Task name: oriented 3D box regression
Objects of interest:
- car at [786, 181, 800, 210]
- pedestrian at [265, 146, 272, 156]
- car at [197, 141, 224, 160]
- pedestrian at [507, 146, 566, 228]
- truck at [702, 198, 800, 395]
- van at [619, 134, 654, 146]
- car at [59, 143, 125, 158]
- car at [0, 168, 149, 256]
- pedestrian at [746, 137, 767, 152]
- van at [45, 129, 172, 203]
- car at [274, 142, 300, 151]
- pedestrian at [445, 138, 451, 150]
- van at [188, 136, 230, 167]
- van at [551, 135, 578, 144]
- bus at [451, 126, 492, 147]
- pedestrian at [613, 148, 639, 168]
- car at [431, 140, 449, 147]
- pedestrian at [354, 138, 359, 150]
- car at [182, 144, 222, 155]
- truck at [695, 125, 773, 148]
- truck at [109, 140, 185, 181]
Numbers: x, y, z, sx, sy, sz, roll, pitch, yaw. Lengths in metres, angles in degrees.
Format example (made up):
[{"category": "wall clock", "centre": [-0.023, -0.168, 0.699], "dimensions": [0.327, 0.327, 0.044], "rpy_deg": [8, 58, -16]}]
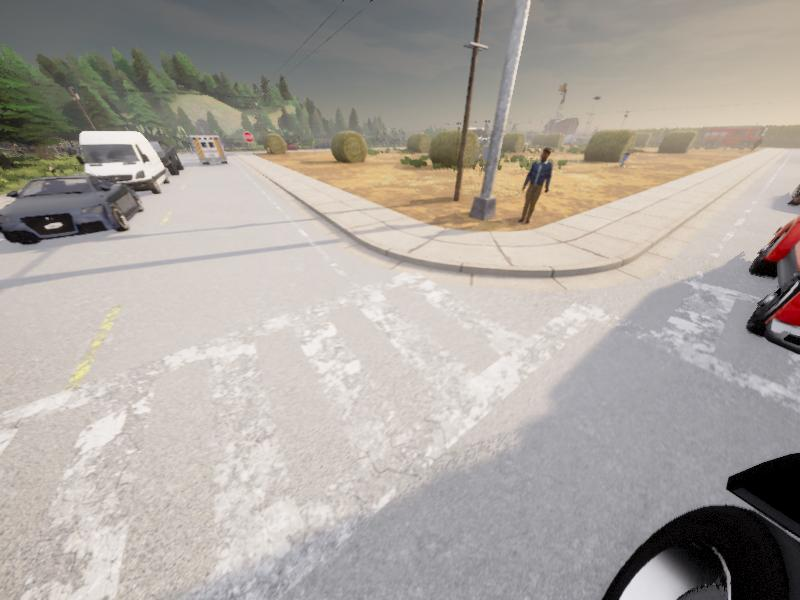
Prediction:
[{"category": "car", "centre": [16.598, -4.193, 8.499], "dimensions": [4.181, 1.385, 1.994], "rpy_deg": [-23, 41, -28]}, {"category": "pedestrian", "centre": [-18.637, -21.137, 32.711], "dimensions": [0.500, 1.100, 0.500], "rpy_deg": [-27, 43, -32]}, {"category": "car", "centre": [-24.083, -19.041, 29.415], "dimensions": [1.905, 1.878, 3.866], "rpy_deg": [-21, 40, -27]}, {"category": "pedestrian", "centre": [3.633, -3.040, 6.241], "dimensions": [0.751, 1.860, 0.751], "rpy_deg": [22, 41, 29]}, {"category": "truck", "centre": [6.686, -0.598, 2.534], "dimensions": [5.204, 2.467, 2.627], "rpy_deg": [-22, 41, -28]}, {"category": "van", "centre": [64.753, -43.936, 63.366], "dimensions": [1.988, 2.561, 5.915], "rpy_deg": [-22, 40, -27]}, {"category": "car", "centre": [-43.709, -21.357, 32.999], "dimensions": [5.238, 1.638, 1.930], "rpy_deg": [-19, 39, -25]}, {"category": "car", "centre": [-9.698, -2.936, 6.968], "dimensions": [1.994, 1.385, 4.181], "rpy_deg": [-21, 40, -27]}, {"category": "pedestrian", "centre": [51.311, -22.366, 33.221], "dimensions": [0.751, 1.860, 0.751], "rpy_deg": [-19, 39, -24]}, {"category": "van", "centre": [-13.884, -6.980, 11.710], "dimensions": [1.988, 2.561, 5.915], "rpy_deg": [-21, 40, -27]}, {"category": "car", "centre": [-22.792, -31.026, 46.665], "dimensions": [4.193, 1.474, 1.816], "rpy_deg": [-19, 40, -25]}, {"category": "pedestrian", "centre": [9.041, -29.378, 43.453], "dimensions": [0.751, 1.860, 0.751], "rpy_deg": [12, 37, 17]}, {"category": "van", "centre": [-20.066, -15.833, 24.380], "dimensions": [2.351, 2.431, 6.366], "rpy_deg": [-21, 40, -27]}, {"category": "van", "centre": [54.233, -52.811, 76.131], "dimensions": [6.366, 2.431, 2.351], "rpy_deg": [28, 44, 34]}, {"category": "bus", "centre": [19.607, -44.840, 63.477], "dimensions": [10.273, 4.253, 3.944], "rpy_deg": [-19, 39, -25]}, {"category": "pedestrian", "centre": [17.425, -10.969, 17.834], "dimensions": [0.751, 1.300, 0.751], "rpy_deg": [-17, 39, -22]}, {"category": "car", "centre": [10.220, -40.312, 59.554], "dimensions": [4.193, 1.474, 1.816], "rpy_deg": [-19, 40, -25]}, {"category": "pedestrian", "centre": [-8.457, -30.651, 45.385], "dimensions": [0.751, 1.860, 0.751], "rpy_deg": [-6, 36, -7]}, {"category": "car", "centre": [-33.247, -25.438, 39.019], "dimensions": [1.895, 1.301, 4.718], "rpy_deg": [13, 37, 18]}, {"category": "truck", "centre": [71.460, -35.145, 49.797], "dimensions": [2.891, 3.827, 8.468], "rpy_deg": [-22, 40, -27]}, {"category": "truck", "centre": [-18.266, -10.564, 17.192], "dimensions": [2.390, 2.098, 6.274], "rpy_deg": [-21, 41, -27]}]
